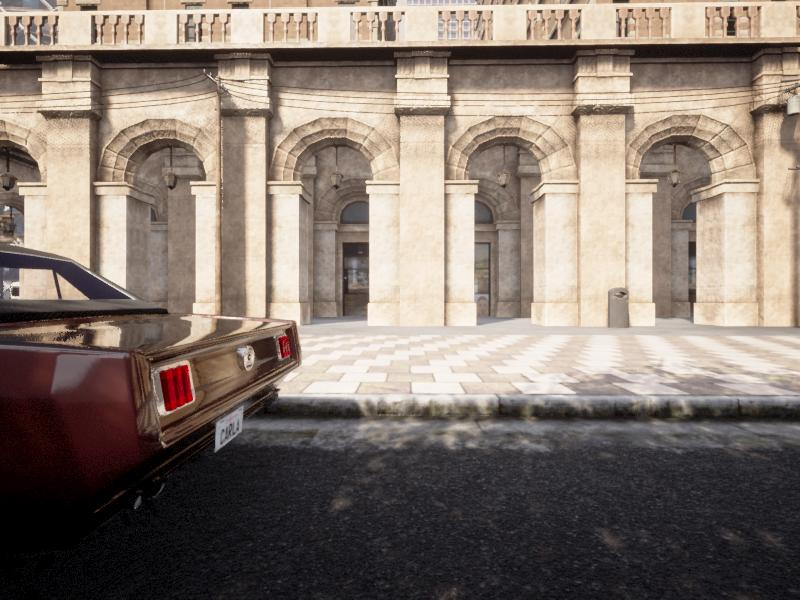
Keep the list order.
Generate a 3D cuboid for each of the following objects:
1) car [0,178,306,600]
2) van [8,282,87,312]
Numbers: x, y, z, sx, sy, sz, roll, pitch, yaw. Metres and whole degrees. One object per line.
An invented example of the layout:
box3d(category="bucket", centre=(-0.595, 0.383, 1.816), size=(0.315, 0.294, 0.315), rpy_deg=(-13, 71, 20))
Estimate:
box3d(category="car", centre=(-3.058, 0.338, 2.008), size=(4.718, 1.301, 1.895), rpy_deg=(0, 0, 1))
box3d(category="van", centre=(-32.401, -0.278, 37.096), size=(1.988, 2.561, 5.915), rpy_deg=(0, 0, 1))
